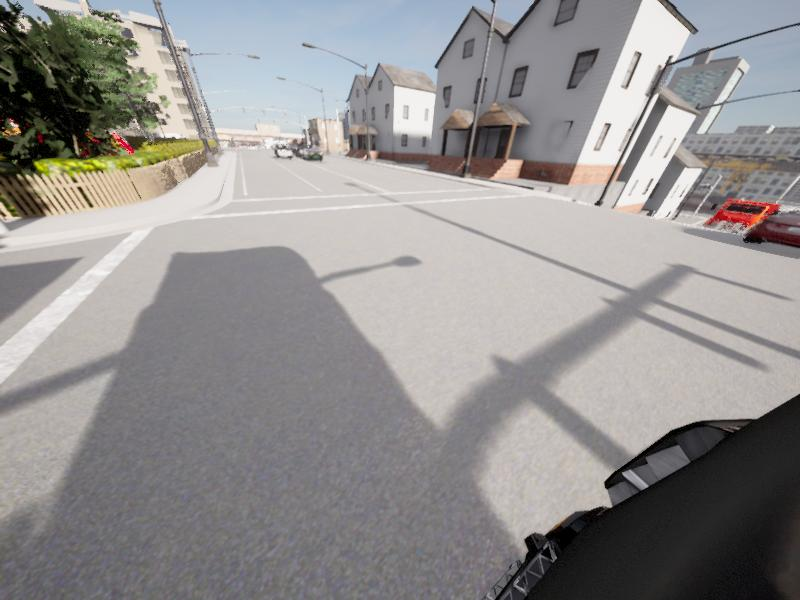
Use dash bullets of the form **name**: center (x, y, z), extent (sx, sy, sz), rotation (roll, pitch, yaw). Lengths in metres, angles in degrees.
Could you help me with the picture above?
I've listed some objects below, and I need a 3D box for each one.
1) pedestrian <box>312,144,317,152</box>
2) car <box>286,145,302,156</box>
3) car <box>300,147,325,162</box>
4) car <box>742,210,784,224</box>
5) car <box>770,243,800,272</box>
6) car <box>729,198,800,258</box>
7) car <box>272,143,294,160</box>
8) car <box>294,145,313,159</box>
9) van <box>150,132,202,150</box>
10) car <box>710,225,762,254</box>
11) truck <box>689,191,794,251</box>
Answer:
- **pedestrian**: center (-22.249, -39.531, 60.038), extent (0.751, 1.860, 0.751), rotation (-17, 38, -27)
- **car**: center (-20.008, -28.129, 43.469), extent (1.812, 1.442, 4.674), rotation (-16, 38, -26)
- **car**: center (-12.340, -20.474, 32.456), extent (2.038, 1.542, 4.974), rotation (-16, 38, -26)
- **car**: center (79.363, -18.188, 50.619), extent (2.038, 1.542, 4.974), rotation (10, 34, 10)
- **car**: center (36.273, -3.762, 21.048), extent (4.605, 1.855, 1.932), rotation (-3, 32, -33)
- **car**: center (13.475, -2.087, 7.093), extent (4.181, 1.385, 1.994), rotation (-1, 32, -12)
- **car**: center (-16.385, -20.787, 32.303), extent (1.932, 1.855, 4.605), rotation (-16, 37, -26)
- **car**: center (-15.569, -23.745, 37.063), extent (1.851, 1.617, 3.988), rotation (-16, 38, -26)
- **van**: center (-42.591, -30.376, 44.197), extent (6.366, 2.431, 2.351), rotation (-15, 38, -25)
- **car**: center (27.873, -4.975, 19.212), extent (4.193, 1.474, 1.816), rotation (-3, 31, -34)
- **truck**: center (22.140, -5.057, 15.170), extent (5.204, 2.467, 2.627), rotation (-3, 31, -34)
